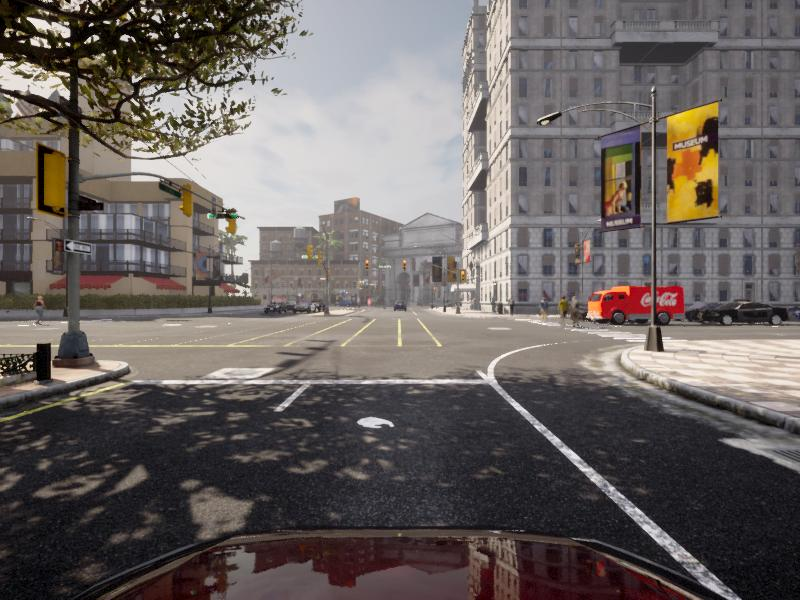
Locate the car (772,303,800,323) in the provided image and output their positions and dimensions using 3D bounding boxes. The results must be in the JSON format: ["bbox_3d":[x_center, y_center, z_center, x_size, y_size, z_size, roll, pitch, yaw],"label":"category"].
[{"bbox_3d":[30.304,0.906,29.334,4.181,1.385,1.994,0,0,-1],"label":"car"}]

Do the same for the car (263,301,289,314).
[{"bbox_3d":[-14.984,0.852,48.417,1.970,1.475,3.806,0,0,0],"label":"car"}]

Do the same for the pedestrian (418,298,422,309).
[{"bbox_3d":[3.535,0.636,70.166,0.751,1.860,0.751,0,0,-2],"label":"pedestrian"}]

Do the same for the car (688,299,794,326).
[{"bbox_3d":[21.859,0.770,25.810,5.238,1.638,1.930,0,0,0],"label":"car"}]

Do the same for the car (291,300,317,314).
[{"bbox_3d":[-11.489,0.825,48.237,2.038,1.542,4.974,0,0,0],"label":"car"}]

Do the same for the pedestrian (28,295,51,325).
[{"bbox_3d":[-22.831,0.637,25.346,0.751,1.860,0.751,0,0,2],"label":"pedestrian"}]

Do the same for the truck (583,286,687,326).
[{"bbox_3d":[14.979,0.356,25.775,5.204,2.467,2.627,0,0,0],"label":"truck"}]

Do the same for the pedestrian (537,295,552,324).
[{"bbox_3d":[9.479,0.637,26.292,0.751,1.860,0.751,0,0,6],"label":"pedestrian"}]

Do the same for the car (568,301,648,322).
[{"bbox_3d":[15.106,0.844,29.278,4.892,1.490,1.837,0,0,0],"label":"car"}]

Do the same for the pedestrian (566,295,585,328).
[{"bbox_3d":[10.141,0.637,23.171,0.751,1.860,0.751,0,0,-2],"label":"pedestrian"}]

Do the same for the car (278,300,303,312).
[{"bbox_3d":[-14.985,0.770,55.106,1.930,1.638,5.238,0,0,0],"label":"car"}]

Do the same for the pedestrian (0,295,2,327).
[{"bbox_3d":[-23.525,0.637,22.909,0.751,1.860,0.751,0,0,1],"label":"pedestrian"}]

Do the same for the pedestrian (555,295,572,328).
[{"bbox_3d":[9.285,0.635,22.709,0.751,1.860,0.751,0,0,7],"label":"pedestrian"}]

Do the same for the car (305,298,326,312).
[{"bbox_3d":[-11.485,0.651,54.488,1.932,1.855,4.605,0,0,0],"label":"car"}]

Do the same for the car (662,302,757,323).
[{"bbox_3d":[22.577,0.894,29.316,5.357,1.411,2.033,0,0,0],"label":"car"}]

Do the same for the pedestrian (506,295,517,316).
[{"bbox_3d":[9.910,0.484,35.497,0.751,1.860,0.751,0,0,-2],"label":"pedestrian"}]

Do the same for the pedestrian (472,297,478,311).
[{"bbox_3d":[9.720,0.484,51.829,0.751,1.860,0.751,0,0,2],"label":"pedestrian"}]
